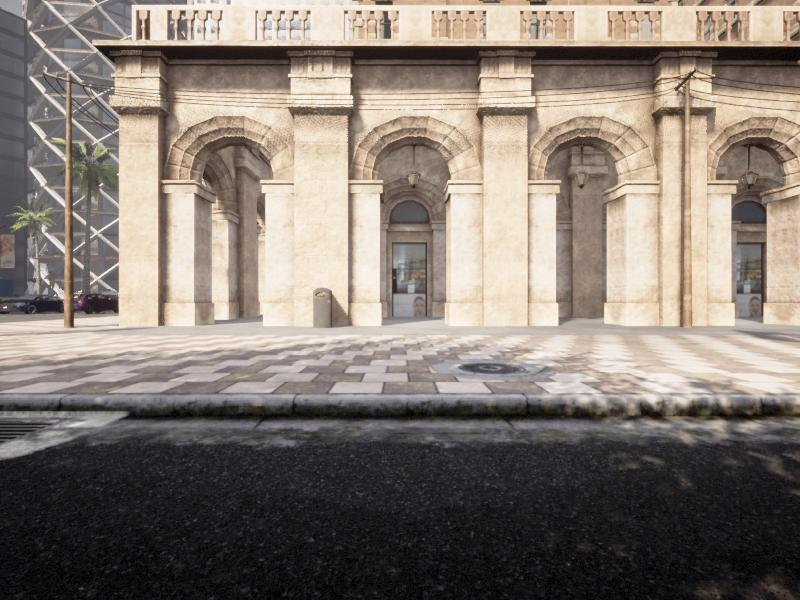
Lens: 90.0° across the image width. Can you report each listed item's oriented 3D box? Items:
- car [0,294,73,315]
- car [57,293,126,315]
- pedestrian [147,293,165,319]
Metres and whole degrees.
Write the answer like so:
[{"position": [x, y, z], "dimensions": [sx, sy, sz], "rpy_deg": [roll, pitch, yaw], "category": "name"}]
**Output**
[{"position": [-25.830, 0.307, 28.246], "dimensions": [1.994, 1.385, 4.181], "rpy_deg": [0, 0, 0], "category": "car"}, {"position": [-22.326, 0.254, 29.207], "dimensions": [1.816, 1.474, 4.193], "rpy_deg": [0, 0, 0], "category": "car"}, {"position": [-10.731, 0.265, 17.607], "dimensions": [0.500, 1.100, 0.500], "rpy_deg": [0, 0, 0], "category": "pedestrian"}]
